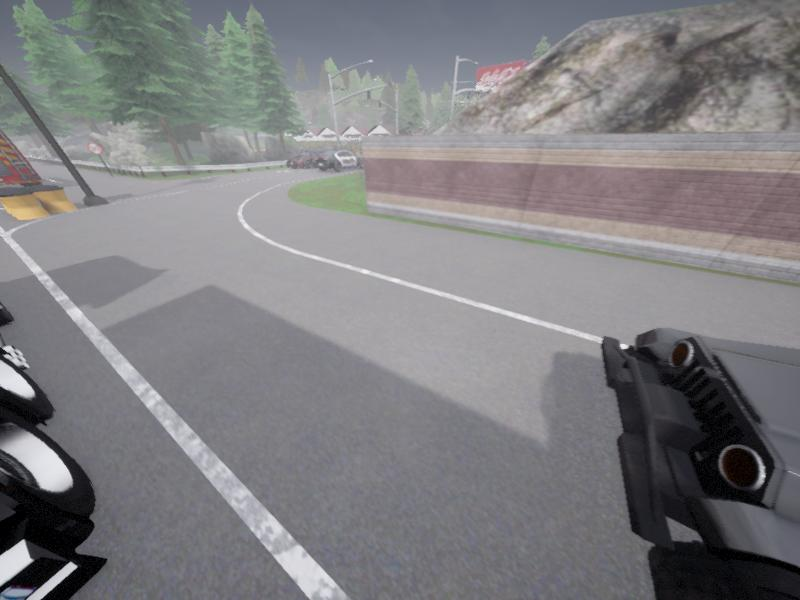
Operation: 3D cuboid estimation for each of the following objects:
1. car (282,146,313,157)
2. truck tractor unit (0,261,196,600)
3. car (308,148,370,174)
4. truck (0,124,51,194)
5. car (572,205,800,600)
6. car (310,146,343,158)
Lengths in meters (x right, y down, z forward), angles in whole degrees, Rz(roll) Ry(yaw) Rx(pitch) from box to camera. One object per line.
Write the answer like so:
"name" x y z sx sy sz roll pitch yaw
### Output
"car" -17.711 -25.622 39.743 5.008 1.535 1.882 18 39 25
"truck tractor unit" -5.110 -0.299 0.796 6.516 4.208 3.053 18 39 25
"car" -4.830 -11.692 19.221 2.038 1.542 4.974 18 39 24
"truck" -25.310 -8.732 13.512 8.468 3.827 2.891 18 39 25
"car" 3.241 1.096 0.754 3.866 1.878 1.905 18 39 25
"car" -11.687 -23.601 36.818 4.792 1.488 2.163 18 39 25
